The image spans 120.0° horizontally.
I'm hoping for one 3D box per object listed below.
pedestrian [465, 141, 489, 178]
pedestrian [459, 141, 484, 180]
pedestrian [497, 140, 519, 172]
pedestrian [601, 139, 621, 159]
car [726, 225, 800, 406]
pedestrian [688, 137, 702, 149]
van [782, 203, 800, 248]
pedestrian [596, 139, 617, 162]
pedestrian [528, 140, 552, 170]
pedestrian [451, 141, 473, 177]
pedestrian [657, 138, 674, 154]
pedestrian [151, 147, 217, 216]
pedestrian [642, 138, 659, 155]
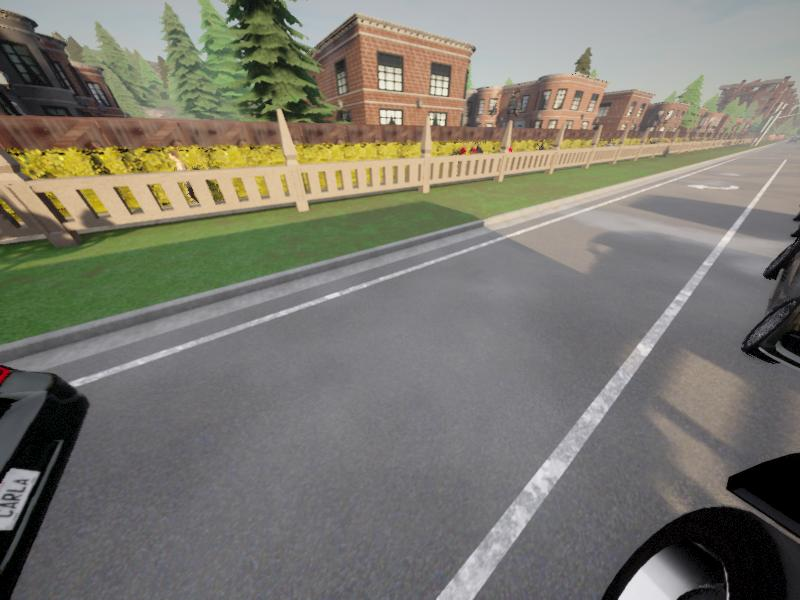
[{"bbox_3d":[4.738,-8.687,14.285,0.751,1.860,0.751,-23,41,-29],"label":"pedestrian"},{"bbox_3d":[4.167,-8.163,13.546,0.751,1.860,0.751,-21,40,-27],"label":"pedestrian"},{"bbox_3d":[7.793,-10.410,16.708,0.751,1.860,0.751,-22,41,-28],"label":"pedestrian"},{"bbox_3d":[23.302,-16.697,25.515,0.751,1.860,0.751,-22,41,-28],"label":"pedestrian"},{"bbox_3d":[6.488,-0.150,2.680,5.027,1.651,2.152,-22,41,-28],"label":"car"},{"bbox_3d":[54.491,-28.949,42.682,0.751,1.860,0.751,-23,41,-29],"label":"pedestrian"},{"bbox_3d":[11.970,-2.538,5.704,4.442,1.987,1.775,-22,41,-28],"label":"van"},{"bbox_3d":[20.303,-14.710,22.717,0.751,1.860,0.751,-25,42,-30],"label":"pedestrian"},{"bbox_3d":[10.479,-10.847,17.309,0.751,1.860,0.751,-21,40,-27],"label":"pedestrian"},{"bbox_3d":[3.881,-8.814,14.471,0.751,1.860,0.751,-24,41,-29],"label":"pedestrian"},{"bbox_3d":[38.157,-22.198,33.212,0.751,1.860,0.751,-23,41,-29],"label":"pedestrian"},{"bbox_3d":[-6.861,-3.833,7.482,0.751,1.860,0.751,-16,38,-21],"label":"pedestrian"},{"bbox_3d":[33.581,-20.605,30.986,0.751,1.860,0.751,-22,41,-28],"label":"pedestrian"}]
